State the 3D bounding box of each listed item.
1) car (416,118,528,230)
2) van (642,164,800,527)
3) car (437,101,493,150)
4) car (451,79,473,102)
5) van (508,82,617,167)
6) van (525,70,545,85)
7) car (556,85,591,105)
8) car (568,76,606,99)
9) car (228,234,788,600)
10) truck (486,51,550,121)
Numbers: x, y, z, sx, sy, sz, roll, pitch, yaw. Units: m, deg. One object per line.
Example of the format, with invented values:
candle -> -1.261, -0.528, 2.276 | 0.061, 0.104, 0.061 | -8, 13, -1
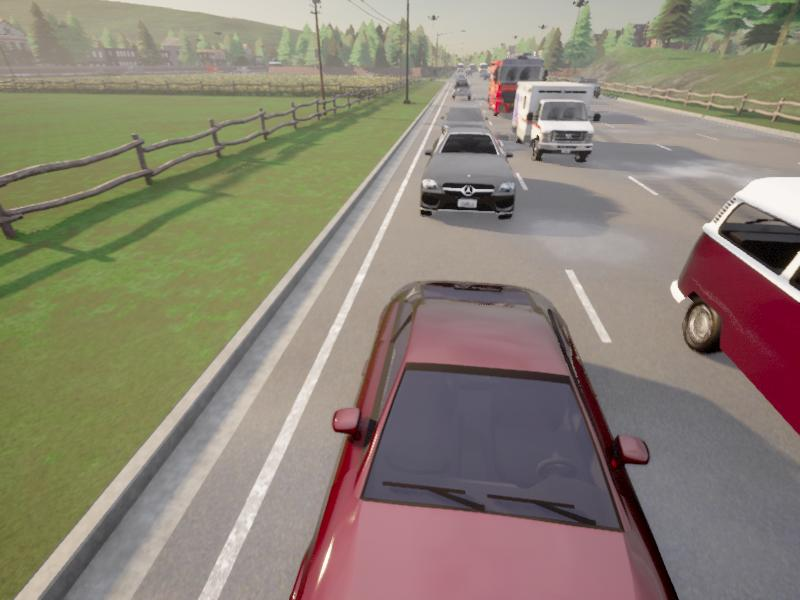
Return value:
car -> 1.748, -3.556, 10.477 | 2.152, 1.651, 5.027 | 4, 31, 6
van -> 4.237, 0.419, 3.304 | 2.069, 2.038, 4.480 | 5, 30, 7
car -> 2.954, -8.196, 18.554 | 2.163, 1.488, 4.792 | 4, 31, 6
car -> 6.331, -21.524, 40.948 | 1.932, 1.855, 4.605 | 4, 31, 6
van -> 6.128, -7.367, 16.228 | 2.351, 2.431, 6.366 | 4, 30, 6
van -> 25.886, -42.911, 77.095 | 2.351, 2.431, 6.366 | 4, 31, 6
car -> 16.495, -19.667, 38.267 | 1.970, 1.475, 3.806 | 4, 31, 6
car -> 21.128, -24.197, 45.481 | 2.150, 2.045, 5.566 | 4, 30, 6
car -> 0.566, 0.964, 2.999 | 1.994, 1.385, 4.181 | 4, 31, 6
truck -> 8.105, -15.519, 28.784 | 2.891, 3.827, 8.468 | 4, 31, 6
